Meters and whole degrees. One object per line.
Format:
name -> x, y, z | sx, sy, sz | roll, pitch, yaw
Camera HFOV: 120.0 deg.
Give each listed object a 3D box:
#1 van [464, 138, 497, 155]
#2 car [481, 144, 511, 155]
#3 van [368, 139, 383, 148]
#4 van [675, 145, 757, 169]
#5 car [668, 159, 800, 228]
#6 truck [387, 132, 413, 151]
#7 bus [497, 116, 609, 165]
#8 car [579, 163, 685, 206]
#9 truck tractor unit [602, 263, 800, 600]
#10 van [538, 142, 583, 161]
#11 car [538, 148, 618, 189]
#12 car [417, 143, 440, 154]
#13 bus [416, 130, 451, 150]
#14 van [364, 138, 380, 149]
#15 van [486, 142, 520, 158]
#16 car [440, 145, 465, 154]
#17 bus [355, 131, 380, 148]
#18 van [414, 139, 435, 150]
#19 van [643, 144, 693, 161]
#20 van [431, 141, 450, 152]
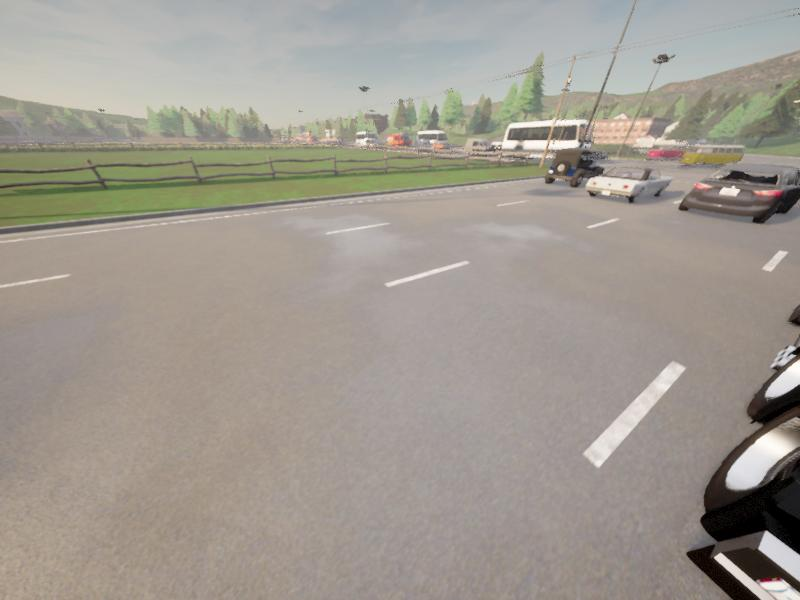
van -> 15.321, -29.585, 44.517 | 1.988, 2.561, 5.915 | -18, 39, -25
car -> 18.828, -29.739, 45.573 | 2.152, 1.651, 5.027 | -18, 39, -25
van -> -8.348, -52.457, 77.295 | 2.351, 2.431, 6.366 | -18, 39, -25
van -> 32.782, -14.991, 24.164 | 4.442, 1.987, 1.775 | 7, 36, 10
car -> 13.143, -4.184, 8.702 | 4.611, 1.667, 2.242 | -16, 38, -22
truck -> -0.182, -41.205, 59.957 | 2.891, 3.827, 8.468 | -18, 39, -25
bus -> 18.236, -19.817, 28.996 | 3.944, 4.253, 10.273 | -19, 38, -25
car -> 11.261, -5.714, 11.213 | 4.718, 1.301, 1.895 | -18, 39, -25
truck tractor unit -> 5.111, -0.297, 0.795 | 6.516, 4.208, 3.053 | -18, 39, -24
van -> 23.306, -21.750, 33.749 | 2.069, 2.038, 4.480 | -20, 40, -26
car -> 10.861, -8.151, 14.194 | 3.866, 1.878, 1.905 | -18, 39, -25
car -> 5.752, -30.656, 46.727 | 2.242, 1.667, 4.611 | -18, 39, -25
bus -> 8.975, -44.418, 64.293 | 3.944, 4.253, 10.273 | -18, 39, -25
van -> -8.034, -44.372, 65.536 | 1.988, 2.561, 5.915 | -18, 39, -25
van -> 16.527, -24.297, 37.355 | 2.069, 2.038, 4.480 | -18, 39, -25
car -> 10.389, -30.012, 46.000 | 1.837, 1.490, 4.892 | -18, 39, -25
bus -> -10.648, -51.654, 74.521 | 3.944, 4.253, 10.273 | -18, 39, -25
van -> 6.540, -41.965, 62.337 | 2.351, 2.431, 6.366 | -18, 39, -25
van -> 38.291, -21.166, 33.103 | 4.442, 1.987, 1.775 | -3, 36, -4
van -> 9.217, -35.272, 53.123 | 1.775, 1.987, 4.442 | -18, 39, -25
